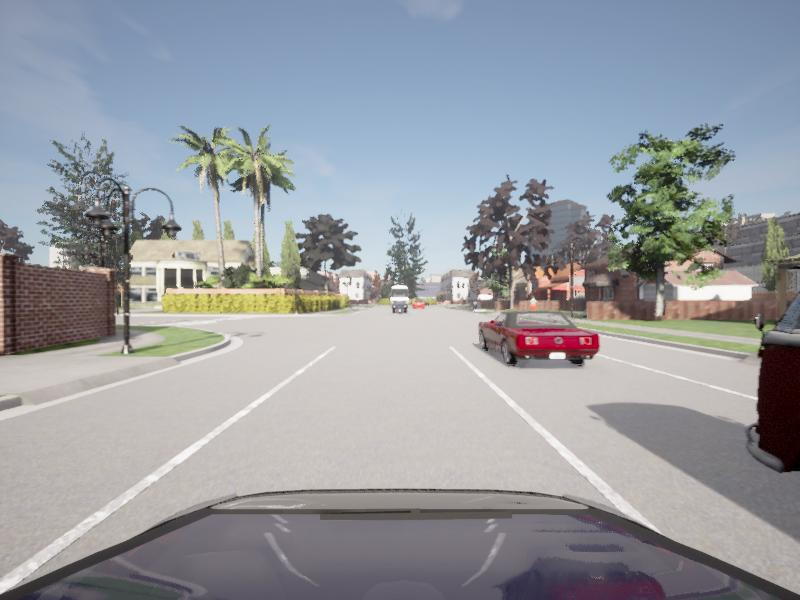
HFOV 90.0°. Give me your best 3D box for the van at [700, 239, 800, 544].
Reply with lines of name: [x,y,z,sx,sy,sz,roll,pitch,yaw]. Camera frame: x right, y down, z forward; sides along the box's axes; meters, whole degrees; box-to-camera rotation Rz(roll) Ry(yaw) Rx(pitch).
van: [3.497,0.601,1.254,1.775,1.987,4.442,0,0,0]

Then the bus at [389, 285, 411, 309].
bus: [0.080,-0.515,76.757,3.944,4.253,10.273,0,0,0]

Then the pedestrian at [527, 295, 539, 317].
pedestrian: [11.327,0.501,34.063,0.751,1.860,0.751,0,0,-3]

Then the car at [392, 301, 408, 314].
car: [-0.027,0.841,46.707,1.845,1.501,3.633,0,0,0]

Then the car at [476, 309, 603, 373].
car: [3.492,0.948,11.091,1.895,1.301,4.718,0,0,0]
